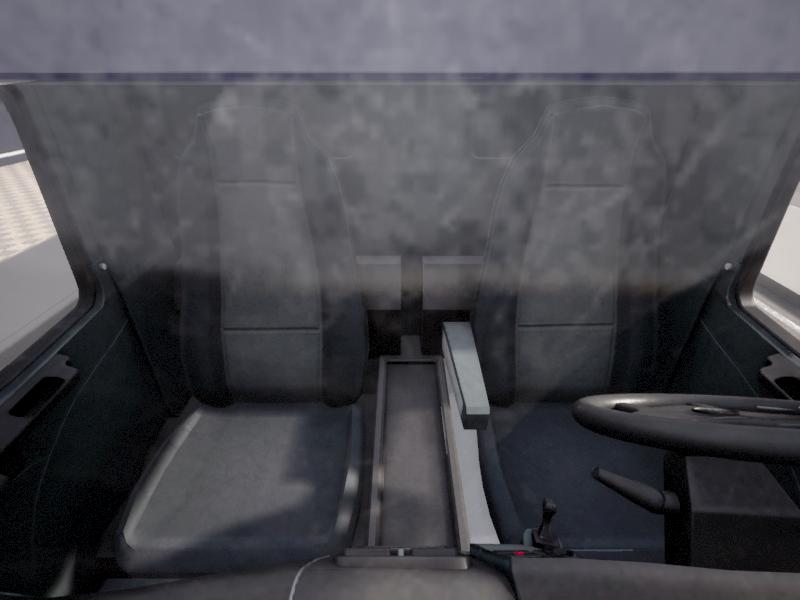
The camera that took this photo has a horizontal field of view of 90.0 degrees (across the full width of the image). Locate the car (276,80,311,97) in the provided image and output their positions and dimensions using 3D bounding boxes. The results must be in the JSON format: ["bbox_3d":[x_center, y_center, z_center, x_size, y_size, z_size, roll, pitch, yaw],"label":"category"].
[{"bbox_3d":[-12.717,-25.230,47.739,2.038,1.542,4.974,-21,37,-31],"label":"car"}]

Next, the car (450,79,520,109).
[{"bbox_3d":[7.149,-17.697,34.302,5.566,2.045,2.150,5,31,6],"label":"car"}]

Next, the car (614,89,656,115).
[{"bbox_3d":[17.910,-15.253,30.690,1.816,1.474,4.193,9,31,15],"label":"car"}]

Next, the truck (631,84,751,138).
[{"bbox_3d":[15.580,-10.600,22.101,2.390,2.098,6.274,2,31,5],"label":"truck"}]

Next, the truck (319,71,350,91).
[{"bbox_3d":[-9.424,-31.916,58.265,2.627,2.467,5.204,7,31,11],"label":"truck"}]

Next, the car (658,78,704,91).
[{"bbox_3d":[41.096,-31.582,58.601,4.974,1.542,2.038,1,30,2],"label":"car"}]

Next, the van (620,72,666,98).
[{"bbox_3d":[28.152,-24.935,46.329,2.351,2.431,6.366,26,39,37],"label":"van"}]

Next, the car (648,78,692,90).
[{"bbox_3d":[41.457,-33.315,61.573,4.974,1.542,2.038,1,30,2],"label":"car"}]

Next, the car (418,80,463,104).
[{"bbox_3d":[3.824,-19.779,38.037,3.866,1.878,1.905,10,32,17],"label":"car"}]

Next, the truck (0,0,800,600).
[{"bbox_3d":[0.056,-1.120,4.159,2.891,3.827,8.468,0,30,0],"label":"truck"}]
